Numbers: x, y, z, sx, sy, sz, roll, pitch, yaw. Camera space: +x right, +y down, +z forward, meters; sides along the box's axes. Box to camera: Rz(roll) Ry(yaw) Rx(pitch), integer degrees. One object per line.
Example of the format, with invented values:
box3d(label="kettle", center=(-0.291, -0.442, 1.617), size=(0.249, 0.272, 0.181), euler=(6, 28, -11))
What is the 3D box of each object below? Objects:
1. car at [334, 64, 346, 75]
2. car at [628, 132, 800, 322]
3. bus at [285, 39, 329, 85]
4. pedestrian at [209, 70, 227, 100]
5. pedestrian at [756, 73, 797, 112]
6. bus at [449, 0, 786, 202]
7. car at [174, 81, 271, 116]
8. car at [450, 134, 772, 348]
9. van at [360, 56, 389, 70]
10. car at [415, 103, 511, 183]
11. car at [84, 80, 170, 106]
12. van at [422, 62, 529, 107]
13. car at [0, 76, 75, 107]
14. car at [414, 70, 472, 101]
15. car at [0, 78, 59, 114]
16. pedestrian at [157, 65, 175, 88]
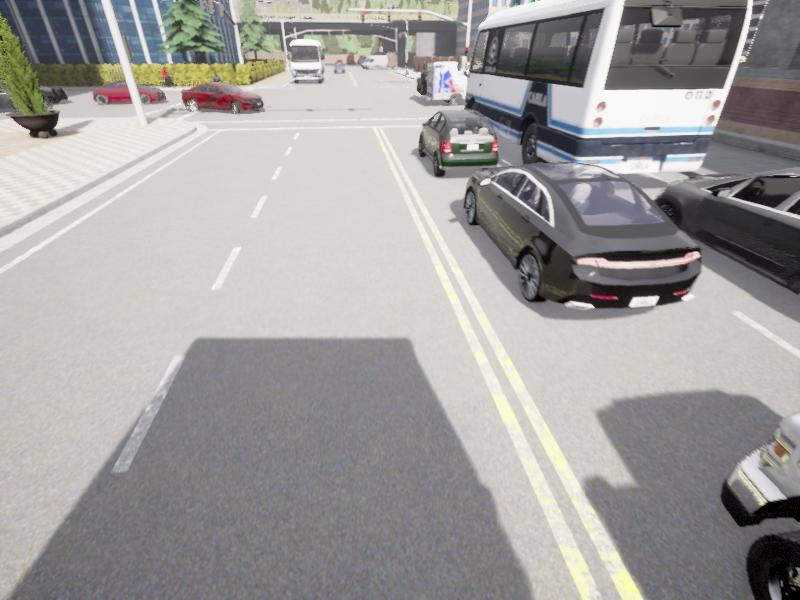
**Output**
box3d(label="car", center=(-10.049, -38.419, 66.558), size=(1.812, 1.442, 4.674), euler=(-4, 32, -6))
box3d(label="car", center=(6.061, -1.177, 5.894), size=(2.242, 1.667, 4.611), euler=(-4, 32, -6))
box3d(label="bus", center=(-10.685, -28.181, 47.263), size=(3.944, 4.253, 10.273), euler=(-4, 32, -6))
box3d(label="pedestrian", center=(-13.174, -15.547, 28.985), size=(0.751, 1.860, 0.751), euler=(-14, 34, -22))
box3d(label="pedestrian", center=(20.709, -11.446, 22.059), size=(0.751, 1.860, 0.751), euler=(-2, 32, -4))
box3d(label="bus", center=(4.823, -6.880, 12.691), size=(3.944, 4.253, 10.273), euler=(-4, 32, -6))
box3d(label="car", center=(-10.235, -11.742, 23.163), size=(5.008, 1.535, 1.882), euler=(12, 33, 18))
box3d(label="car", center=(2.454, -1.429, 6.454), size=(2.128, 1.511, 4.902), euler=(-4, 32, -6))
box3d(label="van", center=(-5.361, -49.743, 83.839), size=(5.915, 2.561, 1.988), euler=(-21, 37, -30))
box3d(label="car", center=(1.644, -4.792, 11.871), size=(1.789, 1.549, 3.705), euler=(-4, 32, -6))
box3d(label="car", center=(-18.336, -14.051, 27.069), size=(4.181, 1.385, 1.994), euler=(-5, 32, -8))
box3d(label="van", center=(4.815, -14.318, 26.504), size=(6.366, 2.431, 2.351), euler=(-4, 32, -7))
box3d(label="car", center=(-25.003, -13.651, 26.157), size=(5.238, 1.638, 1.930), euler=(-4, 32, -7))
box3d(label="car", center=(3.082, -15.817, 29.447), size=(3.866, 1.878, 1.905), euler=(-4, 32, -7))
box3d(label="car", center=(-23.428, -11.921, 23.320), size=(4.611, 1.667, 2.242), euler=(-4, 32, -6))
box3d(label="pedestrian", center=(-21.762, -20.829, 37.265), size=(0.751, 1.860, 0.751), euler=(-2, 32, -3))
